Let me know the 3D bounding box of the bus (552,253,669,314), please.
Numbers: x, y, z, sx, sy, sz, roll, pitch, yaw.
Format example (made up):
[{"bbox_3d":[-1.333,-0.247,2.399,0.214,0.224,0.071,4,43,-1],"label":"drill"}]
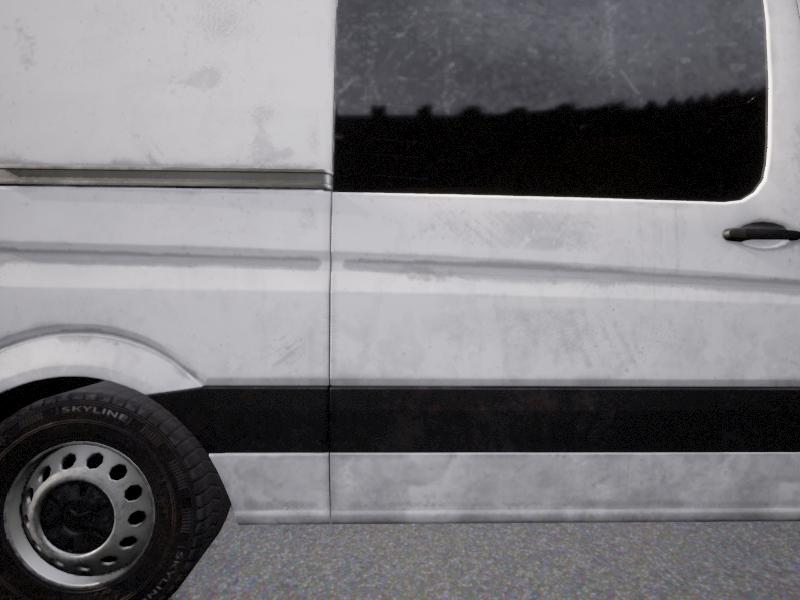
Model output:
[{"bbox_3d":[16.488,-1.134,32.689,3.944,4.253,10.273,0,0,-2],"label":"bus"}]

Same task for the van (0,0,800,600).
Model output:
[{"bbox_3d":[0.744,-0.278,2.191,5.915,2.561,1.988,0,0,-1],"label":"van"}]

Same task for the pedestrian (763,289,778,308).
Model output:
[{"bbox_3d":[36.803,-0.115,39.742,0.751,1.860,0.751,0,0,0],"label":"pedestrian"}]
